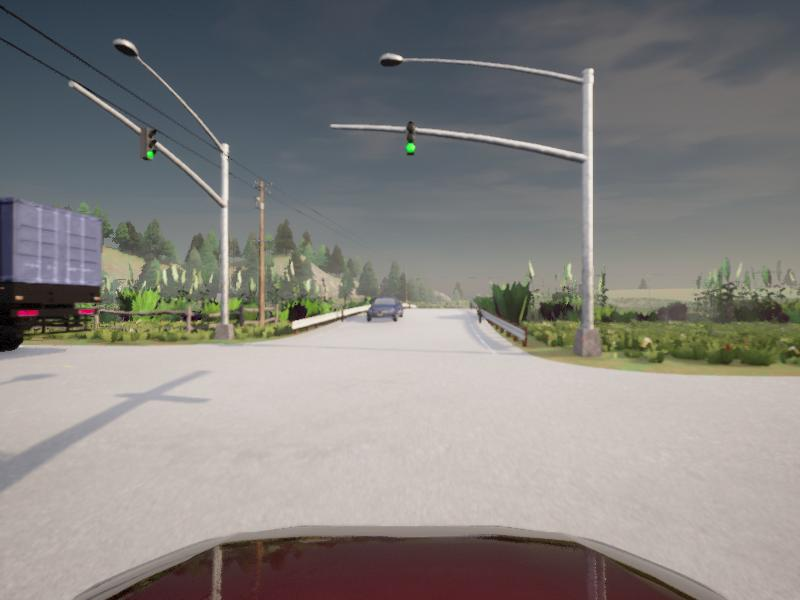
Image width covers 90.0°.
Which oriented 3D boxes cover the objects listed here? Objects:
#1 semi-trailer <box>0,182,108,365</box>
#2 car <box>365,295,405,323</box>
[{"bbox_3d":[-16.247,-0.635,11.785,14.254,4.402,2.717,0,0,7],"label":"semi-trailer"},{"bbox_3d":[-0.865,0.511,25.587,1.812,1.442,4.674,0,3,7],"label":"car"}]
